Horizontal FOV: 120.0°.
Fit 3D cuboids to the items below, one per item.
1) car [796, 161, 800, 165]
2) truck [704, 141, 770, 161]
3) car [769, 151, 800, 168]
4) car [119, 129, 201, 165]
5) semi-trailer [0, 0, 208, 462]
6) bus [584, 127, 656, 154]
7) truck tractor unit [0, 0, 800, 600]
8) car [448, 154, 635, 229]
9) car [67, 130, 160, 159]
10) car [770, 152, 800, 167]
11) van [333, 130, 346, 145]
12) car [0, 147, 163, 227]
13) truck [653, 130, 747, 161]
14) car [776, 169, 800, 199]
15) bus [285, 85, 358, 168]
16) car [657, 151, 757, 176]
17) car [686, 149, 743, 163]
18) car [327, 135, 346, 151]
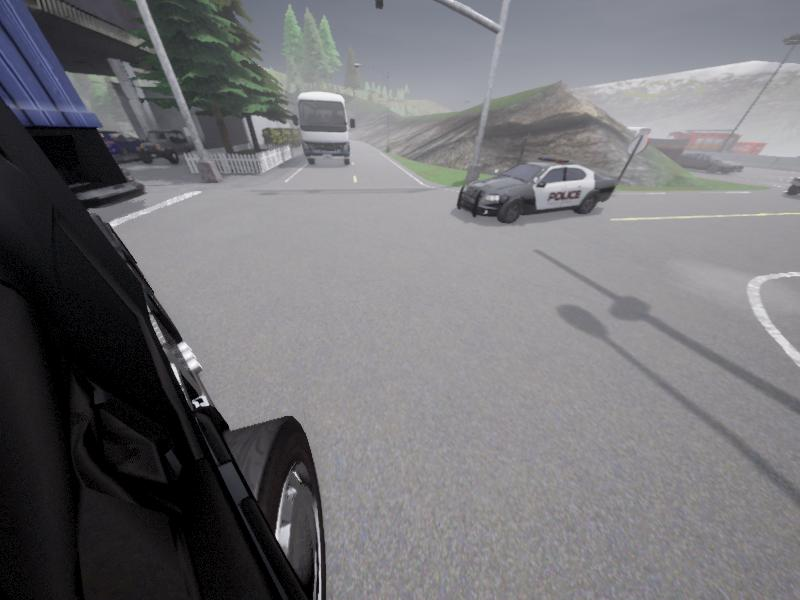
[{"bbox_3d":[57.986,-18.552,30.780,1.837,1.490,4.892,-5,37,-9],"label":"car"},{"bbox_3d":[56.126,-25.051,38.749,2.627,2.467,5.204,-5,37,-9],"label":"truck"},{"bbox_3d":[51.295,-17.389,28.785,1.801,1.575,5.366,-5,37,-9],"label":"car"},{"bbox_3d":[-16.344,-10.769,16.135,1.905,1.878,3.866,-5,37,-10],"label":"car"},{"bbox_3d":[-10.098,-1.406,1.176,14.254,4.402,2.717,2,36,-1],"label":"semi-trailer"},{"bbox_3d":[46.354,-34.278,49.376,3.944,4.253,10.273,-5,37,-9],"label":"bus"},{"bbox_3d":[-2.645,-0.295,0.351,6.516,4.208,3.053,28,44,30],"label":"truck tractor unit"},{"bbox_3d":[4.365,-3.701,7.540,4.974,1.542,2.038,-11,38,-14],"label":"car"},{"bbox_3d":[-22.720,-12.673,18.709,2.242,1.667,4.611,-5,37,-10],"label":"car"},{"bbox_3d":[54.449,-18.535,30.667,2.033,1.411,5.357,-5,37,-9],"label":"car"},{"bbox_3d":[-11.083,-30.122,42.728,2.069,2.038,4.480,-5,37,-9],"label":"van"},{"bbox_3d":[-9.920,-2.814,5.640,5.357,1.411,2.033,-5,37,-10],"label":"car"},{"bbox_3d":[49.003,-25.877,38.384,2.891,3.827,8.468,-5,37,-9],"label":"truck"},{"bbox_3d":[21.339,-5.694,10.753,4.605,1.855,1.932,-7,37,-12],"label":"car"},{"bbox_3d":[-5.806,-14.175,19.297,3.944,4.253,10.273,-5,37,-9],"label":"bus"},{"bbox_3d":[27.977,-12.751,21.448,2.033,1.411,5.357,-5,37,-9],"label":"car"},{"bbox_3d":[46.487,-21.418,34.301,1.895,1.301,4.718,-5,37,-9],"label":"car"},{"bbox_3d":[-8.264,-20.672,30.375,2.007,1.525,4.514,-5,37,-9],"label":"car"}]
